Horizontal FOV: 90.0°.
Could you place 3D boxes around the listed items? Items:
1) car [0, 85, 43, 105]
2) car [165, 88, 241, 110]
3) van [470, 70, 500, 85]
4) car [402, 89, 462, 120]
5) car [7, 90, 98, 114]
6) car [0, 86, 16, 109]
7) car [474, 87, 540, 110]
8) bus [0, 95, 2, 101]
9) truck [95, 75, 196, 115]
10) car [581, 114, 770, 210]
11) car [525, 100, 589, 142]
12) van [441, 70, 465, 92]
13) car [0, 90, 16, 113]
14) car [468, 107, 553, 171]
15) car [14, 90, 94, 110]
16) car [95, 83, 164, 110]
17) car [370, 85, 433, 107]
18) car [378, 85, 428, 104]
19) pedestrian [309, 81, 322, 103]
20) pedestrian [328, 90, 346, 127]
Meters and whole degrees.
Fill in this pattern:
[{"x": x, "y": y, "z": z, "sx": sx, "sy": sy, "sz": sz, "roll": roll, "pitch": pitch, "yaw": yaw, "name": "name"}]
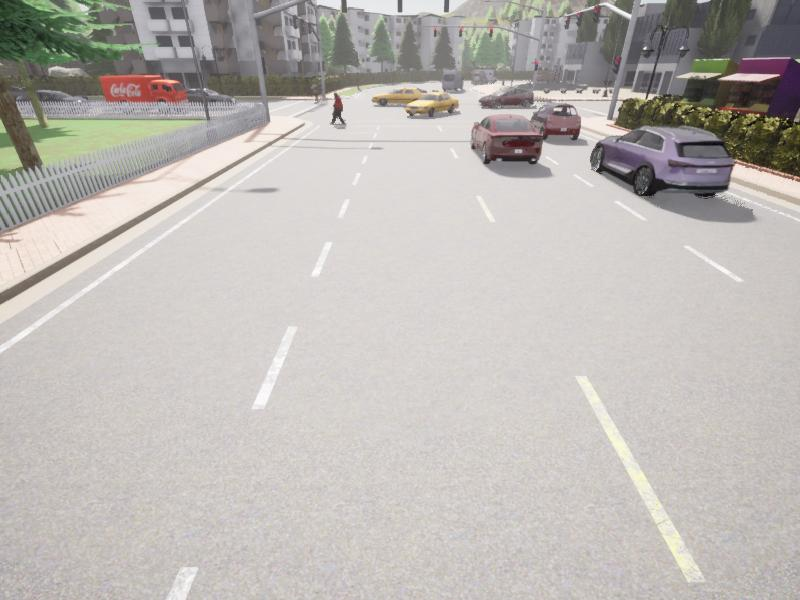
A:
[{"x": -36.420, "y": -18.919, "z": 36.926, "sx": 4.514, "sy": 1.525, "sz": 2.007, "roll": -3, "pitch": 30, "yaw": -5, "name": "car"}, {"x": -15.996, "y": -16.454, "z": 32.707, "sx": 4.902, "sy": 1.511, "sz": 2.128, "roll": 1, "pitch": 30, "yaw": 2, "name": "car"}, {"x": 16.379, "y": -42.718, "z": 76.748, "sx": 2.351, "sy": 2.431, "sz": 6.366, "roll": 24, "pitch": 38, "yaw": 35, "name": "van"}, {"x": 2.343, "y": -13.986, "z": 28.402, "sx": 1.801, "sy": 1.575, "sz": 5.366, "roll": 18, "pitch": 35, "yaw": 29, "name": "car"}, {"x": -25.930, "y": -14.855, "z": 29.993, "sx": 4.892, "sy": 1.490, "sz": 1.837, "roll": 1, "pitch": 30, "yaw": 2, "name": "car"}, {"x": -35.748, "y": -16.850, "z": 33.289, "sx": 5.027, "sy": 1.651, "sz": 2.152, "roll": 1, "pitch": 30, "yaw": 2, "name": "car"}, {"x": 8.897, "y": -16.916, "z": 33.514, "sx": 4.792, "sy": 1.488, "sz": 2.163, "roll": -10, "pitch": 32, "yaw": -16, "name": "car"}, {"x": -46.488, "y": -21.650, "z": 38.899, "sx": 10.273, "sy": 4.253, "sz": 3.944, "roll": 1, "pitch": 30, "yaw": 2, "name": "bus"}, {"x": -18.578, "y": -15.148, "z": 29.521, "sx": 5.204, "sy": 2.467, "sz": 2.627, "roll": 1, "pitch": 30, "yaw": 2, "name": "truck"}, {"x": 7.385, "y": -4.188, "z": 11.575, "sx": 2.033, "sy": 1.649, "sz": 4.856, "roll": 0, "pitch": 31, "yaw": 1, "name": "car"}, {"x": 7.582, "y": -8.888, "z": 19.718, "sx": 1.845, "sy": 1.501, "sz": 3.633, "roll": 2, "pitch": 30, "yaw": 3, "name": "car"}, {"x": 7.548, "y": -30.895, "z": 56.362, "sx": 1.988, "sy": 2.561, "sz": 5.915, "roll": 10, "pitch": 32, "yaw": 16, "name": "van"}, {"x": -32.487, "y": -14.971, "z": 30.195, "sx": 4.892, "sy": 1.490, "sz": 1.837, "roll": 1, "pitch": 30, "yaw": 2, "name": "car"}, {"x": 3.928, "y": -6.273, "z": 15.234, "sx": 1.882, "sy": 1.535, "sz": 5.008, "roll": 0, "pitch": 30, "yaw": 0, "name": "car"}, {"x": -28.539, "y": -16.582, "z": 33.149, "sx": 4.718, "sy": 1.301, "sz": 1.895, "roll": 1, "pitch": 30, "yaw": 2, "name": "car"}, {"x": -22.067, "y": -16.723, "z": 32.796, "sx": 3.866, "sy": 1.878, "sz": 1.905, "roll": 1, "pitch": 30, "yaw": 2, "name": "car"}, {"x": 0.158, "y": -17.965, "z": 35.216, "sx": 5.366, "sy": 1.575, "sz": 1.801, "roll": 1, "pitch": 30, "yaw": 2, "name": "car"}, {"x": 0.268, "y": -19.667, "z": 38.267, "sx": 4.674, "sy": 1.442, "sz": 1.812, "roll": 1, "pitch": 30, "yaw": 1, "name": "car"}, {"x": -7.999, "y": -19.742, "z": 37.939, "sx": 0.751, "sy": 1.860, "sz": 0.751, "roll": -15, "pitch": 34, "yaw": -25, "name": "pedestrian"}, {"x": -3.624, "y": -11.077, "z": 23.102, "sx": 0.751, "sy": 1.860, "sz": 0.751, "roll": -10, "pitch": 32, "yaw": -17, "name": "pedestrian"}]
